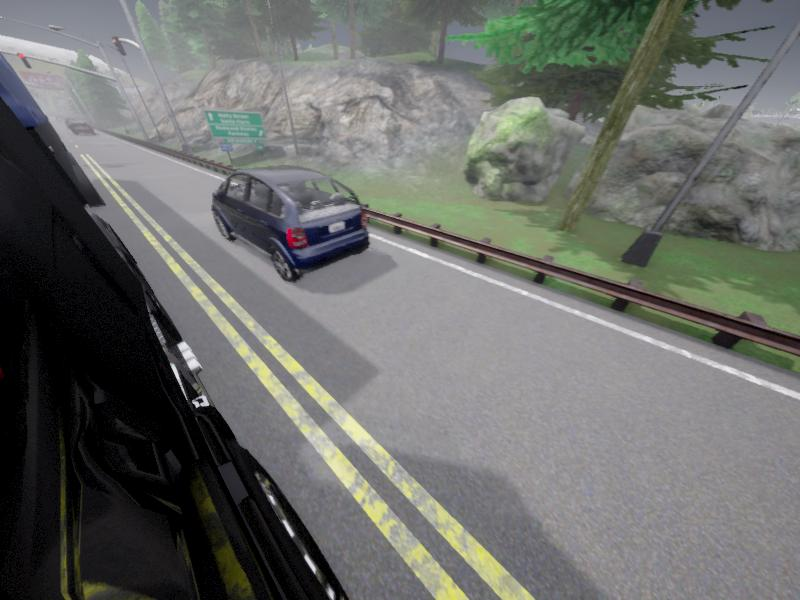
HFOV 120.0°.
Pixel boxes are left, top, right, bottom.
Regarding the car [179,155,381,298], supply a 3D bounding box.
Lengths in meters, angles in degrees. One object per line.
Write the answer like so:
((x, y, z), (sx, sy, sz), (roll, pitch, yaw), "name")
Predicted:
((-2.368, -1.798, 4.643), (3.705, 1.549, 1.789), (28, 43, 30), "car")

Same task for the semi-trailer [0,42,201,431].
((-8.697, -3.581, 4.264), (14.254, 4.402, 2.717), (28, 44, 30), "semi-trailer")

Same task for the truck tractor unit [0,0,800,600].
((-2.645, -0.295, 0.351), (6.516, 4.208, 3.053), (28, 44, 30), "truck tractor unit")

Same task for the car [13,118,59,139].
((-39.877, -18.920, 25.429), (4.856, 1.649, 2.033), (28, 44, 30), "car")

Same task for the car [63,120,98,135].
((-44.203, -23.877, 31.967), (4.792, 1.488, 2.163), (28, 44, 30), "car")

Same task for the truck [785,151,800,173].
((47.840, -16.416, 25.644), (8.468, 3.827, 2.891), (-27, 45, -33), "truck")

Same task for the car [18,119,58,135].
((-45.092, -21.632, 28.871), (4.902, 1.511, 2.128), (28, 44, 30), "car")
